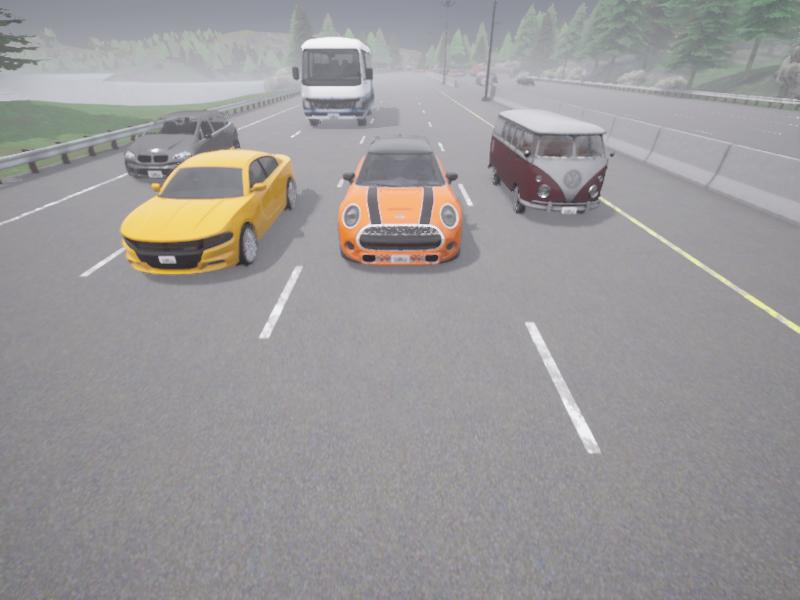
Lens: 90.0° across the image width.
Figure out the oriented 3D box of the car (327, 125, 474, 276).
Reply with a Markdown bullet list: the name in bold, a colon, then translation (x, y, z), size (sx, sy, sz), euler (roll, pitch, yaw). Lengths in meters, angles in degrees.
- **car**: translation (0.006, -2.307, 8.108), size (2.097, 1.767, 4.553), euler (0, 30, 0)

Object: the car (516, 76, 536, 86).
- **car**: translation (21.029, -36.704, 67.089), size (1.895, 1.301, 4.718), euler (0, 30, 0)

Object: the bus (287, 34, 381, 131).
- **bus**: translation (-3.356, -13.310, 24.397), size (3.944, 4.253, 10.273), euler (0, 30, 0)

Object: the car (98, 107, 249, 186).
- **car**: translation (-6.994, -5.203, 13.148), size (2.242, 1.667, 4.611), euler (0, 31, 0)

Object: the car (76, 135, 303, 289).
- **car**: translation (-3.494, -2.111, 8.024), size (1.882, 1.535, 5.008), euler (0, 31, 0)

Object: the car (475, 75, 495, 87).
- **car**: translation (14.028, -36.306, 66.299), size (2.152, 1.651, 5.027), euler (0, 30, 0)

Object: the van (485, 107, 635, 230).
- **van**: translation (3.507, -3.475, 9.905), size (1.775, 1.987, 4.442), euler (0, 30, 0)
